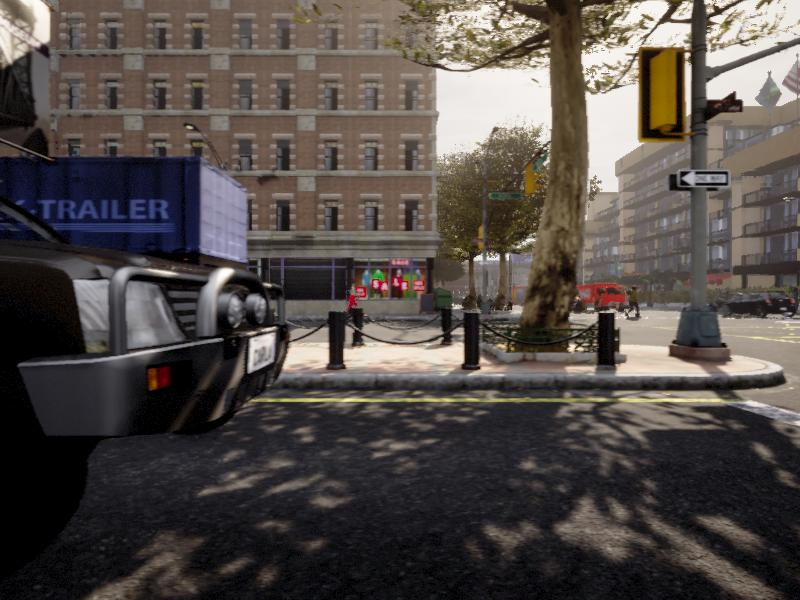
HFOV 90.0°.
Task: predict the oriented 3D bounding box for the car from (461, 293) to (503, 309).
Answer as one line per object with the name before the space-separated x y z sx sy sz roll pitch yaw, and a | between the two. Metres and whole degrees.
car | 9.879 0.102 48.202 4.553 1.767 2.097 0 0 33

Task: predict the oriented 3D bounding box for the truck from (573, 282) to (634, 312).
truck | 17.549 -0.230 34.923 2.627 2.467 5.204 0 0 0

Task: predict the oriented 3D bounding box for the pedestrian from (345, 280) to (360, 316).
pedestrian | -2.491 -0.118 21.021 0.751 1.860 0.751 0 0 -1

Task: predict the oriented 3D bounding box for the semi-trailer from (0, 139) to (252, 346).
semi-trailer | -11.307 -1.228 10.014 14.254 4.402 2.717 0 0 1

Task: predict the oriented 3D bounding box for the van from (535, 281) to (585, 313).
van | 14.035 -0.269 35.602 1.988 2.561 5.915 0 0 -1

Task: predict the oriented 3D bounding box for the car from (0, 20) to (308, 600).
car | -3.042 0.046 2.196 4.605 1.855 1.932 1 0 0

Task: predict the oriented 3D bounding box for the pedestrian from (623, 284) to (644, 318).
pedestrian | 12.867 0.047 22.087 0.751 1.860 0.751 0 0 3

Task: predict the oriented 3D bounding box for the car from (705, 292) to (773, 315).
car | 24.586 0.235 29.220 1.789 1.549 3.705 0 0 0

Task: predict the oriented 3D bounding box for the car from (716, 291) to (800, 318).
car | 20.892 0.243 23.533 1.845 1.501 3.633 0 0 3

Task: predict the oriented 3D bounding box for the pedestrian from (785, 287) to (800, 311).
pedestrian | 30.294 -0.091 30.688 0.751 1.860 0.751 0 0 -9
